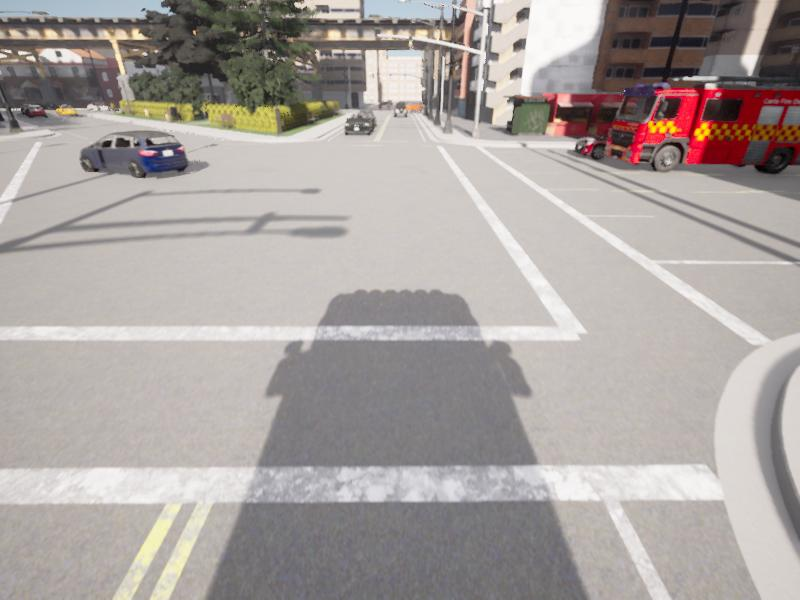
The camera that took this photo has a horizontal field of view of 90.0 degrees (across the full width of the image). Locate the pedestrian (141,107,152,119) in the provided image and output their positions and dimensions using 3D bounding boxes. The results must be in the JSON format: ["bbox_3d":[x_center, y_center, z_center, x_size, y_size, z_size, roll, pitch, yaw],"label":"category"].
[{"bbox_3d":[-31.785,-23.480,50.184,0.751,1.300,0.751,-20,33,-33],"label":"pedestrian"}]

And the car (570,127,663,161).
[{"bbox_3d":[11.729,-8.598,21.957,3.806,1.475,1.970,1,27,-1],"label":"car"}]

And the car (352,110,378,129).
[{"bbox_3d":[-3.420,-18.175,40.240,2.163,1.488,4.792,0,27,0],"label":"car"}]

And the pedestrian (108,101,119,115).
[{"bbox_3d":[-42.156,-28.303,58.867,0.751,1.860,0.751,-18,33,-32],"label":"pedestrian"}]

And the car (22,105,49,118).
[{"bbox_3d":[-50.255,-25.989,55.120,1.970,1.475,3.806,-24,36,-39],"label":"car"}]

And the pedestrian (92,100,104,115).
[{"bbox_3d":[-44.880,-28.646,59.509,0.751,1.860,0.751,20,33,33],"label":"pedestrian"}]

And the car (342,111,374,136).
[{"bbox_3d":[-3.439,-15.061,34.044,2.152,1.651,5.027,0,27,0],"label":"car"}]

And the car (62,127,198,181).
[{"bbox_3d":[-11.304,-6.263,16.869,4.611,1.667,2.242,12,29,21],"label":"car"}]

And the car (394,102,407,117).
[{"bbox_3d":[0.116,-28.342,59.543,1.905,1.878,3.866,0,27,0],"label":"car"}]

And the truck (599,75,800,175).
[{"bbox_3d":[14.437,-8.019,18.355,8.468,3.827,2.891,0,27,-1],"label":"truck"}]

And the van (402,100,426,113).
[{"bbox_3d":[2.462,-34.616,71.623,1.775,1.987,4.442,24,36,38],"label":"van"}]

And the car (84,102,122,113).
[{"bbox_3d":[-53.732,-34.853,72.441,5.027,1.651,2.152,0,27,0],"label":"car"}]

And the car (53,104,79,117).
[{"bbox_3d":[-48.034,-27.260,57.484,5.366,1.575,1.801,24,36,39],"label":"car"}]
